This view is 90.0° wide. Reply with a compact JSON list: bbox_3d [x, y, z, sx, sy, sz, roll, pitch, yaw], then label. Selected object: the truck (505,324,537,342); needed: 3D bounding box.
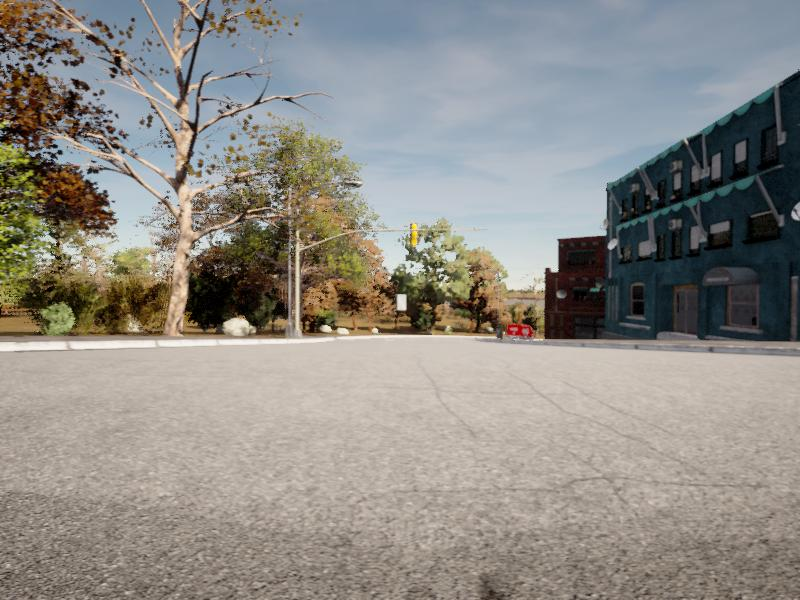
[{"bbox_3d":[18.833,5.151,61.886,2.627,2.467,5.204,0,-6,43],"label":"truck"}]
